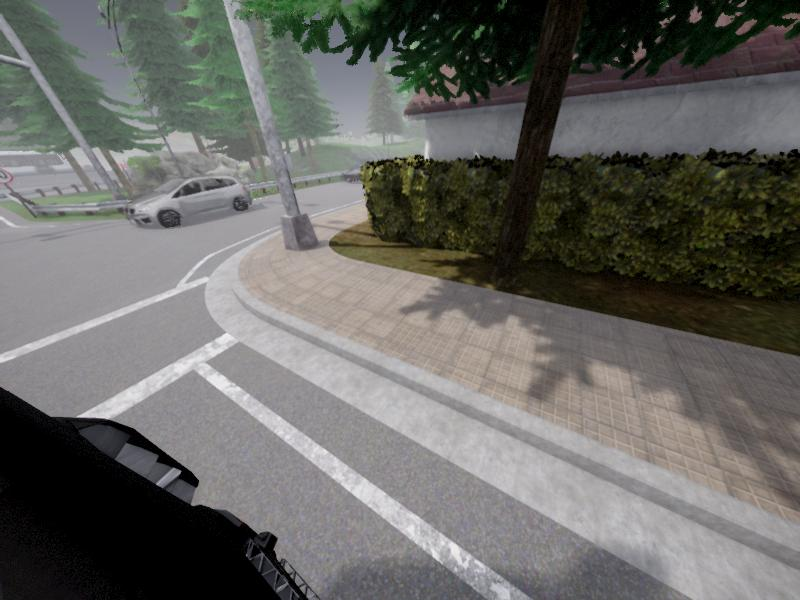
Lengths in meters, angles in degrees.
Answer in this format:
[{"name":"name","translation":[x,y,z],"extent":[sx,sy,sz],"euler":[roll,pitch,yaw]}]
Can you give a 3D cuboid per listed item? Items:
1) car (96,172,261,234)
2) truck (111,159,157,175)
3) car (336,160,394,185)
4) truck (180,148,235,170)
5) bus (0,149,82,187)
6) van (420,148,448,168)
[{"name":"car","translation":[-9.360,-4.599,10.398],"extent":[2.242,1.667,4.611],"euler":[14,37,24]},{"name":"truck","translation":[-55.176,-27.765,48.072],"extent":[2.627,2.467,5.204],"euler":[16,38,26]},{"name":"car","translation":[-2.790,-11.126,19.987],"extent":[2.033,1.411,5.357],"euler":[16,38,26]},{"name":"truck","translation":[-43.489,-32.226,52.663],"extent":[2.891,3.827,8.468],"euler":[16,38,26]},{"name":"bus","translation":[-56.512,-19.357,33.902],"extent":[3.944,4.253,10.273],"euler":[16,38,26]},{"name":"van","translation":[4.401,-18.255,29.633],"extent":[1.775,1.987,4.442],"euler":[18,39,28]}]
